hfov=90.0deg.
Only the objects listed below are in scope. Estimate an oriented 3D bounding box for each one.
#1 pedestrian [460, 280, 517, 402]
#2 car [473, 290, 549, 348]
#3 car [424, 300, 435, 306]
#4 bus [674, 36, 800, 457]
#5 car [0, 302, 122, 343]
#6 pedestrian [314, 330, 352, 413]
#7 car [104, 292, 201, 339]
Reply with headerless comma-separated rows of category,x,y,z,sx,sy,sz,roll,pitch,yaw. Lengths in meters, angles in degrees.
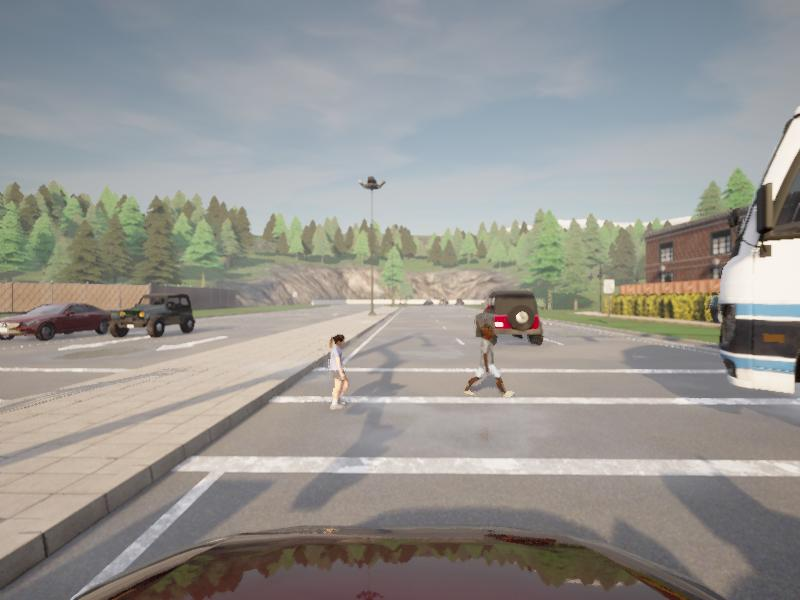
pedestrian,1.408,0.625,6.501,0.751,1.860,0.751,0,0,-1
car,4.001,0.618,15.103,1.905,1.878,3.866,0,0,2
car,7.357,0.669,100.779,1.816,1.474,4.193,0,0,18
bus,8.188,-0.534,2.262,3.944,4.253,10.273,-2,1,-41
car,-14.443,0.842,17.029,1.812,1.442,4.674,0,0,2
pedestrian,-0.981,1.007,5.810,0.500,1.100,0.500,0,0,-15
car,-10.909,0.616,17.998,1.905,1.878,3.866,0,0,2
